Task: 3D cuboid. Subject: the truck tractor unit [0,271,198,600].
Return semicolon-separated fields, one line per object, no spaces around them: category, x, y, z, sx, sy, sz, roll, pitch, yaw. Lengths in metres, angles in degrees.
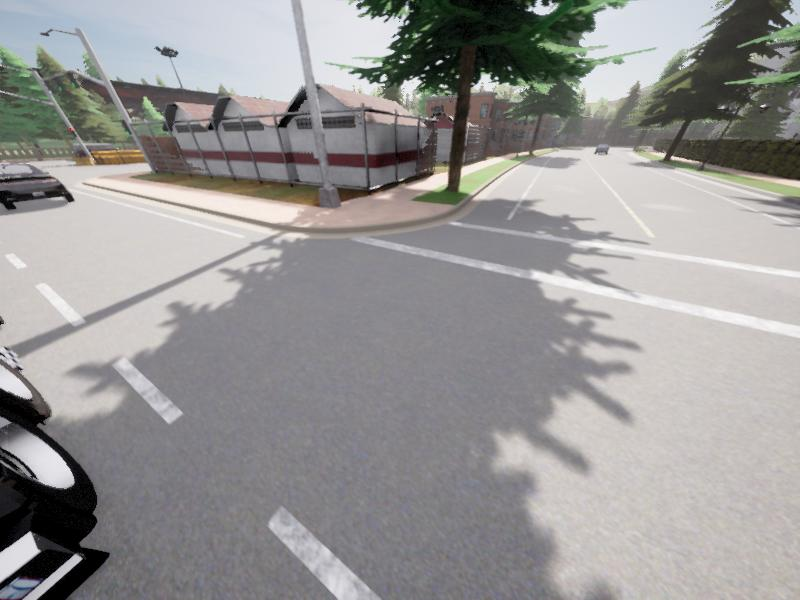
truck tractor unit;-5.125;-0.285;0.768;6.516;4.208;3.053;18;39;24

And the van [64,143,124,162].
van;-43.162;-20.990;32.760;1.775;1.987;4.442;16;38;22

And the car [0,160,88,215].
car;-16.596;-5.071;10.099;4.902;1.511;2.128;17;39;24

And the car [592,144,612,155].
car;34.320;-25.663;39.226;2.033;1.411;5.357;23;41;29
